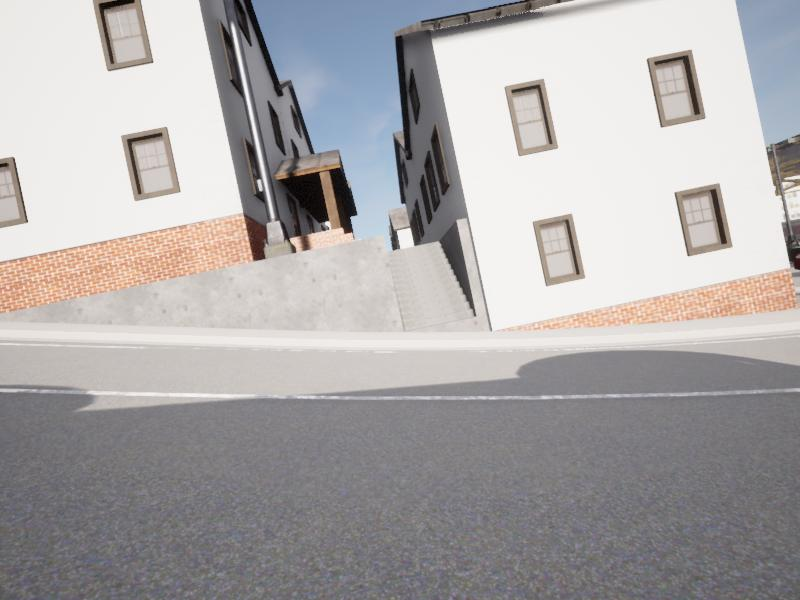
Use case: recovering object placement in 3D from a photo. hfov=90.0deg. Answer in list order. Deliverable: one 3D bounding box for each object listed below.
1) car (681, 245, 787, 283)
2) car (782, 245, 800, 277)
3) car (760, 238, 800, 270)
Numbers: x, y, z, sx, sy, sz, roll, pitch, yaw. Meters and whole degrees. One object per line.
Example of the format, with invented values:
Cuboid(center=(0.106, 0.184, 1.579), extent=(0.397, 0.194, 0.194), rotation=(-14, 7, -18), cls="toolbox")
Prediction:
Cuboid(center=(20.061, -2.065, 24.400), extent=(2.163, 1.488, 4.792), rotation=(-12, 0, 0), cls="car")
Cuboid(center=(19.949, -2.012, 17.444), extent=(1.812, 1.442, 4.674), rotation=(-12, 0, -1), cls="car")
Cuboid(center=(23.473, -2.815, 23.073), extent=(1.789, 1.549, 3.705), rotation=(-12, 0, 0), cls="car")
